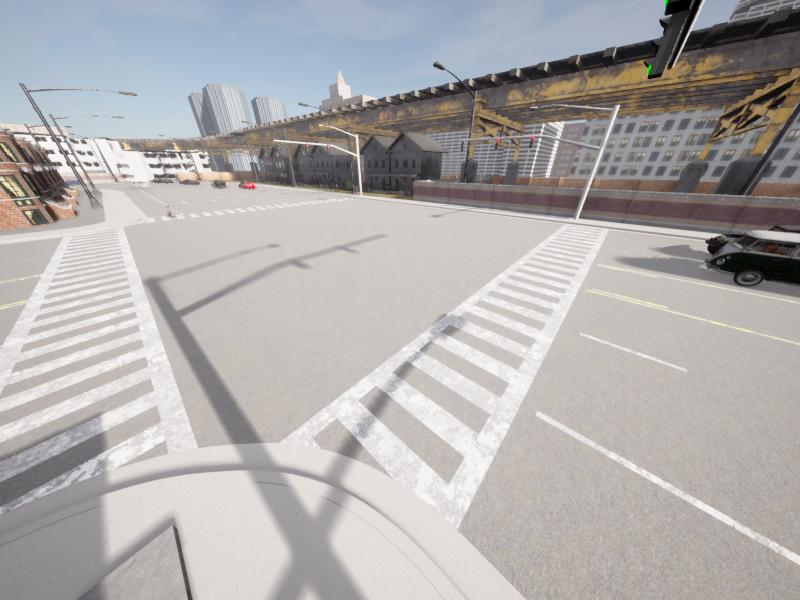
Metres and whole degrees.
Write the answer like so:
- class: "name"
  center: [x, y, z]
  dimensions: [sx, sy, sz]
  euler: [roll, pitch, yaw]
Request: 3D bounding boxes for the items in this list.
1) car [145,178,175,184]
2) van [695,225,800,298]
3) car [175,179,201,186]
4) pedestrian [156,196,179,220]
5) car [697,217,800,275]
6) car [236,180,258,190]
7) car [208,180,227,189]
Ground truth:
- class: "car"
  center: [-65.460, -32.421, 63.062]
  dimensions: [5.357, 1.411, 2.033]
  euler: [-1, 30, -1]
- class: "van"
  center: [15.097, -1.334, 8.626]
  dimensions: [4.442, 1.987, 1.775]
  euler: [24, 38, 35]
- class: "car"
  center: [-53.595, -29.772, 58.475]
  dimensions: [5.357, 1.411, 2.033]
  euler: [10, 31, 17]
- class: "pedestrian"
  center: [-20.902, -8.308, 20.783]
  dimensions: [0.751, 1.860, 0.751]
  euler: [21, 36, 31]
- class: "car"
  center: [17.553, -2.545, 10.819]
  dimensions: [3.866, 1.878, 1.905]
  euler: [24, 38, 35]
- class: "car"
  center: [-32.817, -24.683, 49.384]
  dimensions: [4.611, 1.667, 2.242]
  euler: [24, 38, 35]
- class: "car"
  center: [-40.271, -25.549, 51.060]
  dimensions: [4.892, 1.490, 1.837]
  euler: [24, 37, 35]
